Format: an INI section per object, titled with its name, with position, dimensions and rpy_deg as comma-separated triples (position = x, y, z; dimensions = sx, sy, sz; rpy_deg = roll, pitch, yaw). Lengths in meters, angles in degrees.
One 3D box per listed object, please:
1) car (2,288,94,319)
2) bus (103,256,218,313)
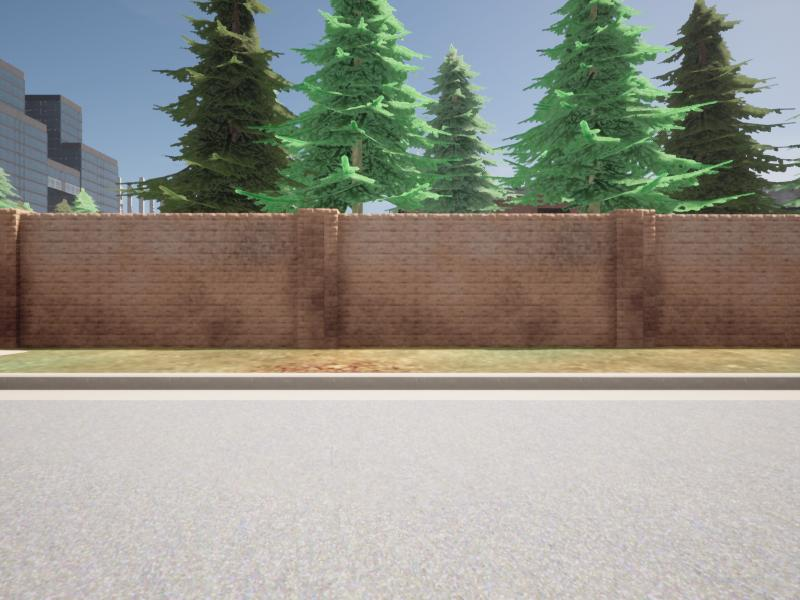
[car]
position = -20.344, 0.188, 23.364
dimensions = 1.851, 1.617, 3.988
rpy_deg = 0, 0, 0
[bus]
position = -20.265, -1.134, 35.058
dimensions = 3.944, 4.253, 10.273
rpy_deg = 0, 0, 0
